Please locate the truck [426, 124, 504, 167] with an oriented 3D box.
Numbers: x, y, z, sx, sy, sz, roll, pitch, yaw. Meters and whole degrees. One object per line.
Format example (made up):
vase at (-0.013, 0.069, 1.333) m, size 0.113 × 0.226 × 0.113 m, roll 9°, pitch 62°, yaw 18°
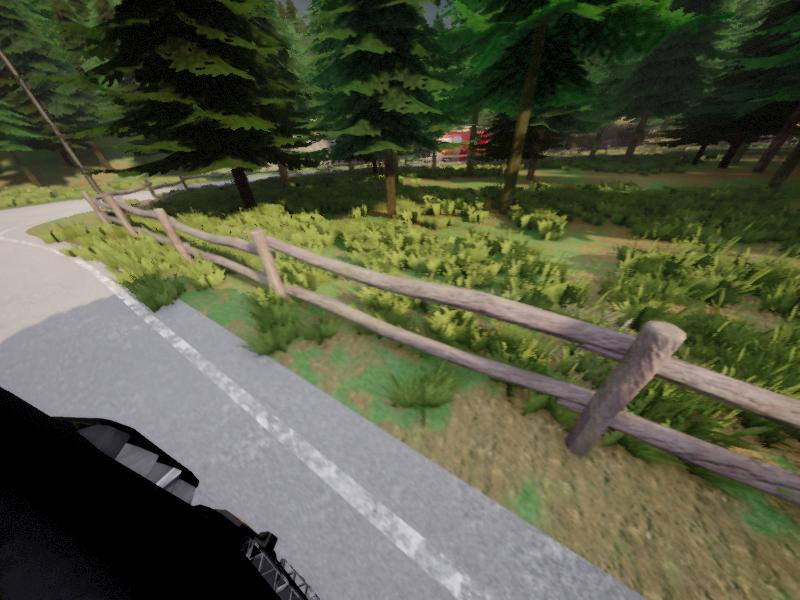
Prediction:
truck at (7.710, -19.007, 28.477) m, size 8.468 × 3.827 × 2.891 m, roll -7°, pitch 34°, yaw -6°
